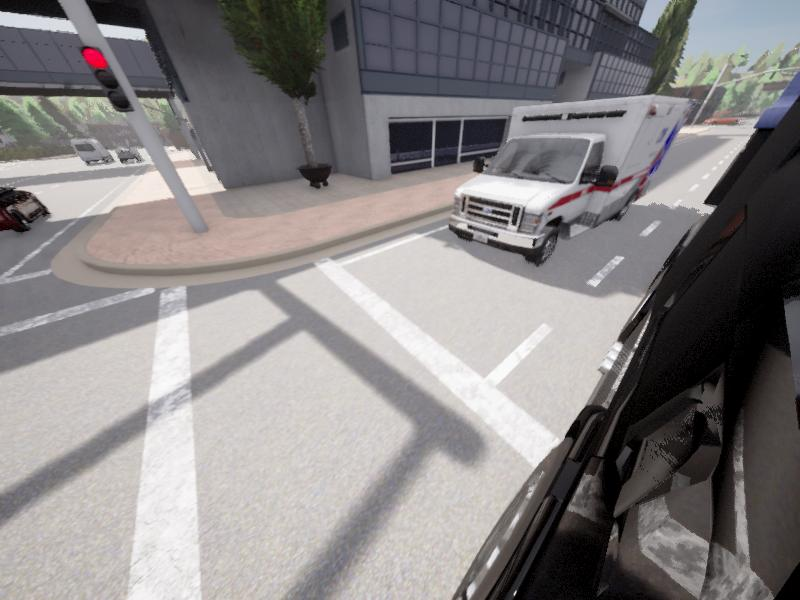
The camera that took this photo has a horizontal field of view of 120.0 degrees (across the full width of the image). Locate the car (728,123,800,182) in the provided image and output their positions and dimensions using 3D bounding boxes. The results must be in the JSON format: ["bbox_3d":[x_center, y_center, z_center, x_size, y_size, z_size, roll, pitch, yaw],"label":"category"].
[{"bbox_3d":[16.070,-6.140,9.450,4.611,1.667,2.242,-26,43,-29],"label":"car"}]

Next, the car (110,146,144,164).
[{"bbox_3d":[-33.917,-18.158,28.836,1.851,1.617,3.988,-27,43,-28],"label":"car"}]

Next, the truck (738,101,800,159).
[{"bbox_3d":[22.945,-9.932,13.409,5.204,2.467,2.627,-27,43,-29],"label":"truck"}]

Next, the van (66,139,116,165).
[{"bbox_3d":[-39.353,-19.106,29.679,1.988,2.561,5.915,-27,43,-28],"label":"van"}]

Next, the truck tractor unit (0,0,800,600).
[{"bbox_3d":[2.645,-0.295,0.351,6.516,4.208,3.053,-28,44,-30],"label":"truck tractor unit"}]

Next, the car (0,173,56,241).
[{"bbox_3d":[-13.443,-2.926,7.302,1.994,1.385,4.181,-31,45,-33],"label":"car"}]

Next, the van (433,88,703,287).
[{"bbox_3d":[3.943,-2.987,5.371,6.366,2.431,2.351,-27,43,-29],"label":"van"}]

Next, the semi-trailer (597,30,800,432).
[{"bbox_3d":[8.771,-3.554,4.155,14.254,4.402,2.717,-27,43,-29],"label":"semi-trailer"}]
